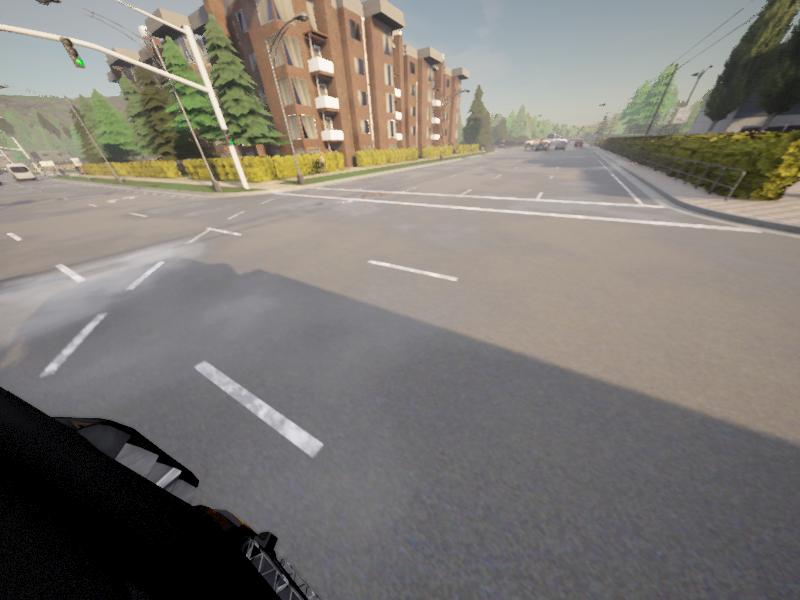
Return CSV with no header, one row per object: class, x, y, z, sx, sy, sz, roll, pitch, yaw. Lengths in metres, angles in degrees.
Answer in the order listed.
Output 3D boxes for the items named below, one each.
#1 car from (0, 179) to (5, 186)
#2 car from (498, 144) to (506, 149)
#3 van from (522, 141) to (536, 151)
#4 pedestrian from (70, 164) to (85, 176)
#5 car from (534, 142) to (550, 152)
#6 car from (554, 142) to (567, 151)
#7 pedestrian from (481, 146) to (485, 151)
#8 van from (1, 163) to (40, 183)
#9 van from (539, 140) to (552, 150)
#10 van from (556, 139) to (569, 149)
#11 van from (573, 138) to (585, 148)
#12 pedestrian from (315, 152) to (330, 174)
car,-58.567,-17.124,32.788,3.988,1.617,1.851,17,38,27
car,36.957,-55.685,83.748,1.812,1.442,4.674,5,34,11
van,32.864,-39.193,58.676,2.069,2.038,4.480,17,39,27
pedestrian,-62.070,-25.053,44.454,0.751,1.860,0.751,15,38,25
car,32.303,-34.826,52.546,2.242,1.667,4.611,17,39,27
car,36.770,-35.203,52.947,1.994,1.385,4.181,17,39,27
pedestrian,23.288,-42.548,64.807,0.751,1.300,0.751,17,38,27
van,-62.403,-20.941,37.988,5.915,2.561,1.988,17,38,27
van,36.542,-38.928,57.996,2.069,2.038,4.480,17,39,27
van,40.906,-39.296,58.217,2.069,2.038,4.480,17,39,27
van,45.305,-39.675,58.494,1.775,1.987,4.442,17,39,27
pedestrian,-7.858,-13.835,23.409,0.751,1.860,0.751,17,38,27
